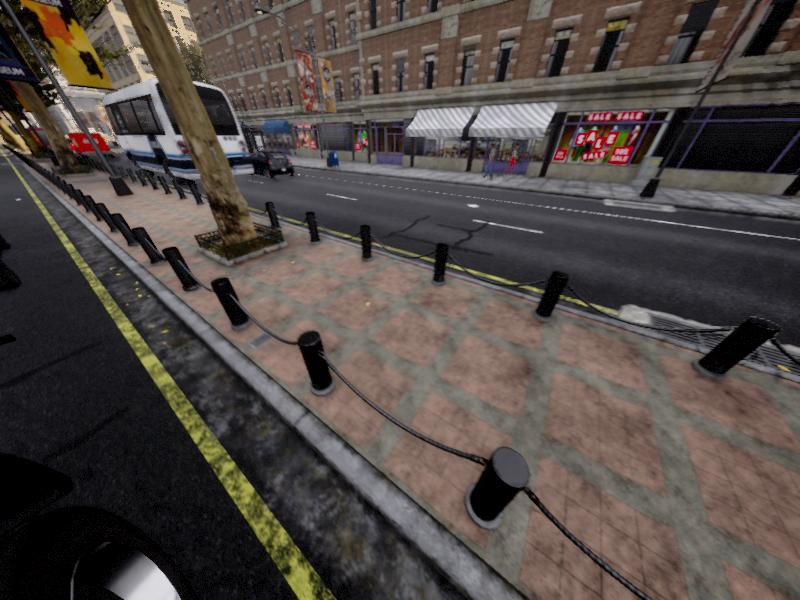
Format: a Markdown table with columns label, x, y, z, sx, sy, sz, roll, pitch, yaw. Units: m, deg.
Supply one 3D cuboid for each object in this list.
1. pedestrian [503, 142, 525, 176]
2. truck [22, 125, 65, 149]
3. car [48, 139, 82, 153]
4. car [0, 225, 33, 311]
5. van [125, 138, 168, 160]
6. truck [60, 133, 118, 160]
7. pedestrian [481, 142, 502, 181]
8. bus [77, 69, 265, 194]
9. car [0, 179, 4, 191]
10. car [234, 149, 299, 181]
| label | x | y | z | sx | sy | sz | roll | pitch | yaw |
| --- | --- | --- | --- | --- | --- | --- | --- | --- | --- |
| pedestrian | 7.384 | -9.167 | 15.048 | 0.751 | 1.860 | 0.751 | 17 | 39 | 23 |
| truck | -74.185 | -33.929 | 48.072 | 8.468 | 3.827 | 2.891 | 22 | 41 | 28 |
| car | -54.395 | -25.049 | 37.521 | 4.611 | 1.667 | 2.242 | 22 | 41 | 28 |
| car | -8.696 | -0.928 | 3.825 | 4.974 | 1.542 | 2.038 | 21 | 40 | 27 |
| van | -29.401 | -17.544 | 26.813 | 4.442 | 1.987 | 1.775 | 22 | 41 | 28 |
| truck | -36.723 | -18.242 | 27.321 | 5.204 | 2.467 | 2.627 | 22 | 41 | 28 |
| pedestrian | 5.339 | -8.110 | 13.532 | 0.751 | 1.860 | 0.751 | 12 | 37 | 16 |
| bus | -13.316 | -9.437 | 13.488 | 10.273 | 4.253 | 3.944 | 22 | 41 | 28 |
| car | -22.359 | -6.389 | 11.571 | 5.357 | 1.411 | 2.033 | 22 | 41 | 28 |
| car | -8.843 | -9.055 | 15.348 | 3.633 | 1.501 | 1.845 | 22 | 41 | 27 |
